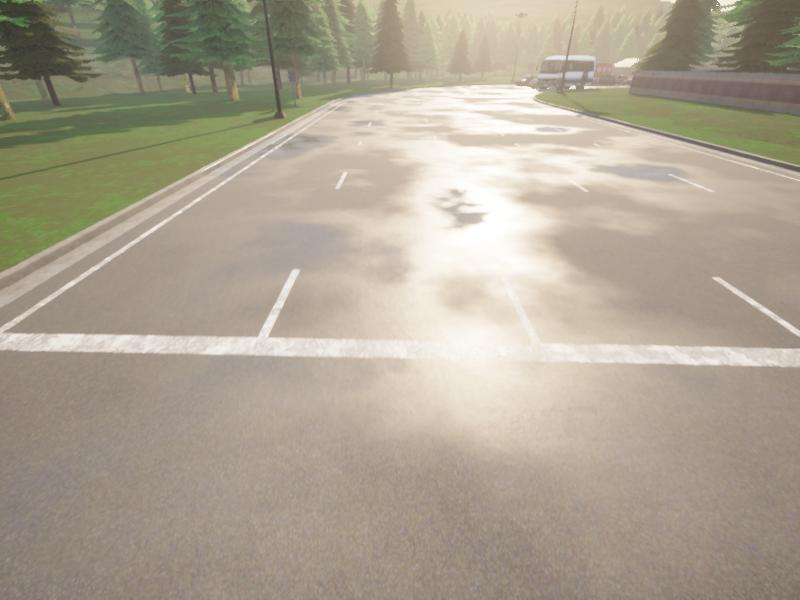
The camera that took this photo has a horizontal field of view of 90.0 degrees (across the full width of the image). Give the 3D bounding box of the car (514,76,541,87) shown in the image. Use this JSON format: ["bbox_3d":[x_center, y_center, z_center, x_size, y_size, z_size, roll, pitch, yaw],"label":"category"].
[{"bbox_3d":[21.666,-37.106,67.904,4.193,1.474,1.816,-17,35,-27],"label":"car"}]

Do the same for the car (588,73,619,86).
[{"bbox_3d":[35.585,-38.539,69.966,4.605,1.855,1.932,-12,32,-19],"label":"car"}]

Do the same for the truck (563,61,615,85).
[{"bbox_3d":[35.796,-43.188,75.970,8.468,3.827,2.891,-10,32,-17],"label":"truck"}]

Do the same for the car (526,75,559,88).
[{"bbox_3d":[23.193,-35.580,65.138,4.856,1.649,2.033,-17,35,-27],"label":"car"}]

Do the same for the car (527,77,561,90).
[{"bbox_3d":[21.988,-33.036,60.895,5.366,1.575,1.801,-20,36,-30],"label":"car"}]

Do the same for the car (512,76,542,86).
[{"bbox_3d":[22.809,-39.423,71.869,4.792,1.488,2.163,-15,33,-24],"label":"car"}]

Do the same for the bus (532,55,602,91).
[{"bbox_3d":[24.129,-32.744,57.707,10.273,4.253,3.944,-23,37,-34],"label":"bus"}]
